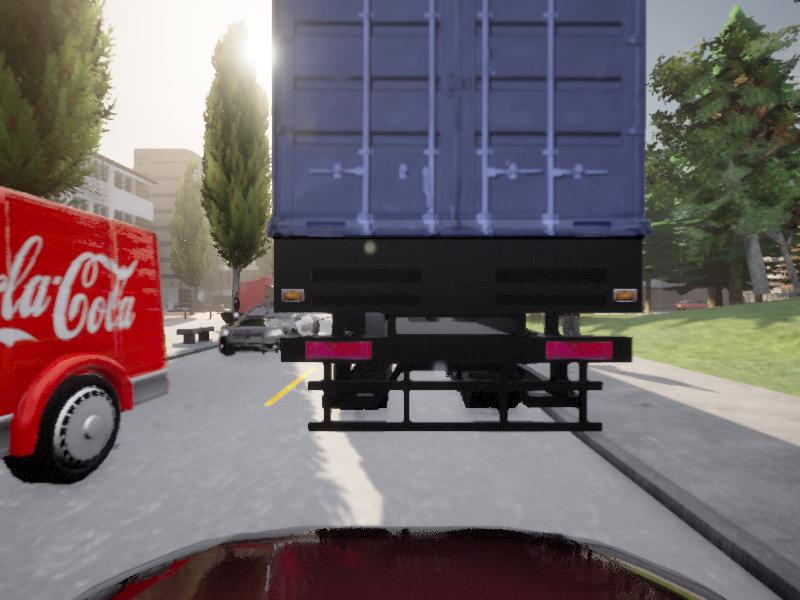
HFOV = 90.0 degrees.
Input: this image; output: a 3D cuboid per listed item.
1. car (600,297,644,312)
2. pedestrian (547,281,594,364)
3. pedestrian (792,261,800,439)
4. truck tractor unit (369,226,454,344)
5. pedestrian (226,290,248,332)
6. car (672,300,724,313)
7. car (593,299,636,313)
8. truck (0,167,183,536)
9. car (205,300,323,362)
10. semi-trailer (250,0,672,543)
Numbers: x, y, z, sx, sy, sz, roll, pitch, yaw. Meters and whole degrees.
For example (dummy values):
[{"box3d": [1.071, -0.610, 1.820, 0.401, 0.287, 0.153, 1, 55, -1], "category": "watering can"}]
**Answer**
[{"box3d": [28.014, 0.539, 50.564, 4.605, 1.855, 1.932, 0, 0, -1], "category": "car"}, {"box3d": [3.982, 0.512, 9.368, 0.751, 1.860, 0.751, 0, 0, -4], "category": "pedestrian"}, {"box3d": [4.521, 0.524, 3.854, 0.751, 1.860, 0.751, 0, 0, 6], "category": "pedestrian"}, {"box3d": [0.358, -0.561, 17.617, 3.053, 4.208, 6.516, 0, 1, -1], "category": "truck tractor unit"}, {"box3d": [-7.306, 0.493, 18.011, 0.751, 1.860, 0.751, 0, 0, -7], "category": "pedestrian"}, {"box3d": [34.495, 0.724, 46.400, 4.514, 1.525, 2.007, 0, 0, -1], "category": "car"}, {"box3d": [24.883, 0.684, 46.572, 3.988, 1.617, 1.851, 0, 0, 1], "category": "car"}, {"box3d": [-3.988, 0.349, 2.326, 2.627, 2.467, 5.204, 0, 0, 0], "category": "truck"}, {"box3d": [-3.952, 0.797, 12.674, 2.038, 1.542, 4.974, 0, 0, 0], "category": "car"}, {"box3d": [0.395, -0.638, 9.707, 2.717, 4.402, 14.254, 0, 0, 0], "category": "semi-trailer"}]
